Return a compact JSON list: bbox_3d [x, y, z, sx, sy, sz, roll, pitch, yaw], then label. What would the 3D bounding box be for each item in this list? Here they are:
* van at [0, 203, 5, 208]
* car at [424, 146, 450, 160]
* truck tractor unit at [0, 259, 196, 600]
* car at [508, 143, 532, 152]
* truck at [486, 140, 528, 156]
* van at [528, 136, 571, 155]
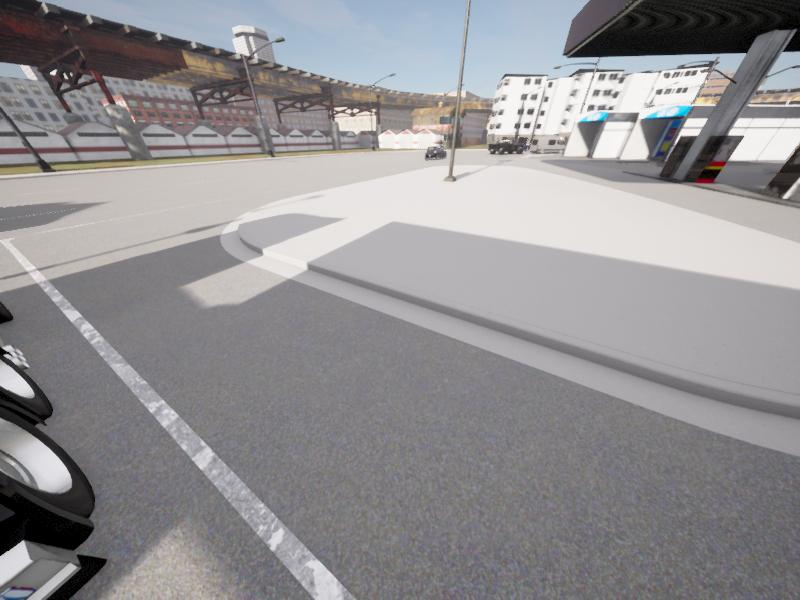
[{"bbox_3d":[-16.106,-2.687,5.913,2.351,2.431,6.366,-18,38,-12],"label":"van"},{"bbox_3d":[4.922,-19.739,30.957,1.845,1.501,3.633,22,41,29],"label":"car"},{"bbox_3d":[-5.105,-0.305,0.794,6.516,4.208,3.053,19,39,25],"label":"truck tractor unit"},{"bbox_3d":[25.611,-32.697,49.452,3.806,1.475,1.970,-4,35,-5],"label":"car"},{"bbox_3d":[18.020,-25.793,39.052,6.274,2.098,2.390,-15,38,-20],"label":"truck"},{"bbox_3d":[26.162,-27.144,40.548,5.915,2.561,1.988,-6,35,-7],"label":"van"}]
